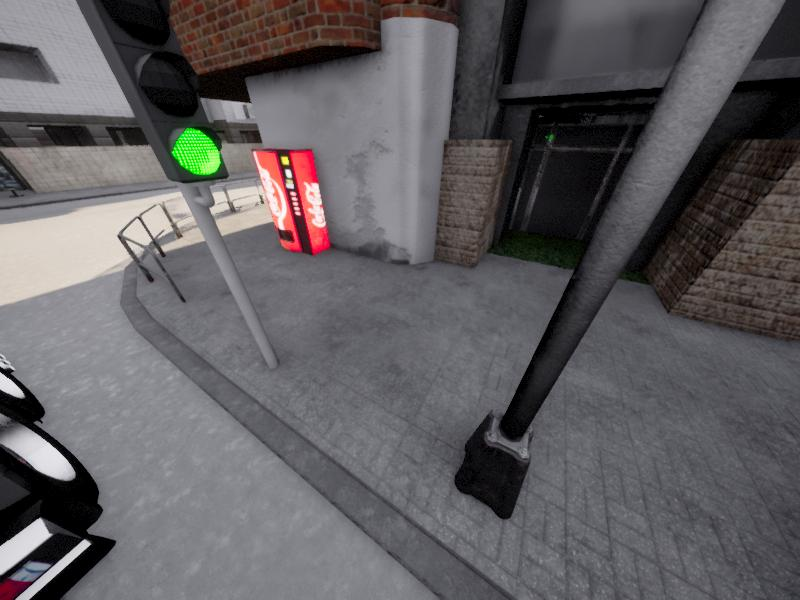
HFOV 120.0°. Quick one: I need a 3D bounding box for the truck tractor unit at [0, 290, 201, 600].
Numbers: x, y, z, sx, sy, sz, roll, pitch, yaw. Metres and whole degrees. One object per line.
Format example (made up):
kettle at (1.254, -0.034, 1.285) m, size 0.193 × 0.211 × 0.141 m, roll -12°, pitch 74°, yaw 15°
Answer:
truck tractor unit at (-5.157, -0.251, 0.720) m, size 6.516 × 4.208 × 3.053 m, roll 16°, pitch 38°, yaw 22°
